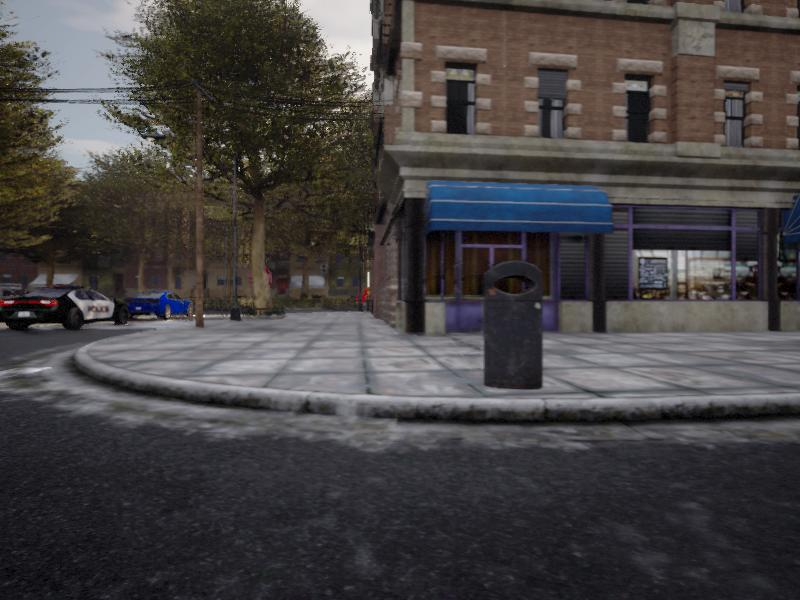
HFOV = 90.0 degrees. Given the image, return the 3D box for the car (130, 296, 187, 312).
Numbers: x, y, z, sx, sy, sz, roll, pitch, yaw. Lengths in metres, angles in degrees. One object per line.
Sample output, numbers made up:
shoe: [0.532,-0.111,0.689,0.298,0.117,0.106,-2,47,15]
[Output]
car: [-22.605,0.367,37.600,4.181,1.385,1.994,0,0,-6]

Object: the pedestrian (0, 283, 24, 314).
pedestrian: [-23.638,-0.070,24.363,0.751,1.860,0.751,0,0,1]

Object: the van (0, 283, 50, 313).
van: [-33.186,-0.161,32.901,6.366,2.431,2.351,0,0,-6]

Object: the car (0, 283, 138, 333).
car: [-12.211,0.253,15.057,2.038,1.542,4.974,0,0,-8]

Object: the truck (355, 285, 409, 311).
truck: [-1.867,-0.198,39.907,5.204,2.467,2.627,0,0,-6]

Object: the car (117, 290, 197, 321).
car: [-13.160,0.258,22.104,1.882,1.535,5.008,0,0,-7]
